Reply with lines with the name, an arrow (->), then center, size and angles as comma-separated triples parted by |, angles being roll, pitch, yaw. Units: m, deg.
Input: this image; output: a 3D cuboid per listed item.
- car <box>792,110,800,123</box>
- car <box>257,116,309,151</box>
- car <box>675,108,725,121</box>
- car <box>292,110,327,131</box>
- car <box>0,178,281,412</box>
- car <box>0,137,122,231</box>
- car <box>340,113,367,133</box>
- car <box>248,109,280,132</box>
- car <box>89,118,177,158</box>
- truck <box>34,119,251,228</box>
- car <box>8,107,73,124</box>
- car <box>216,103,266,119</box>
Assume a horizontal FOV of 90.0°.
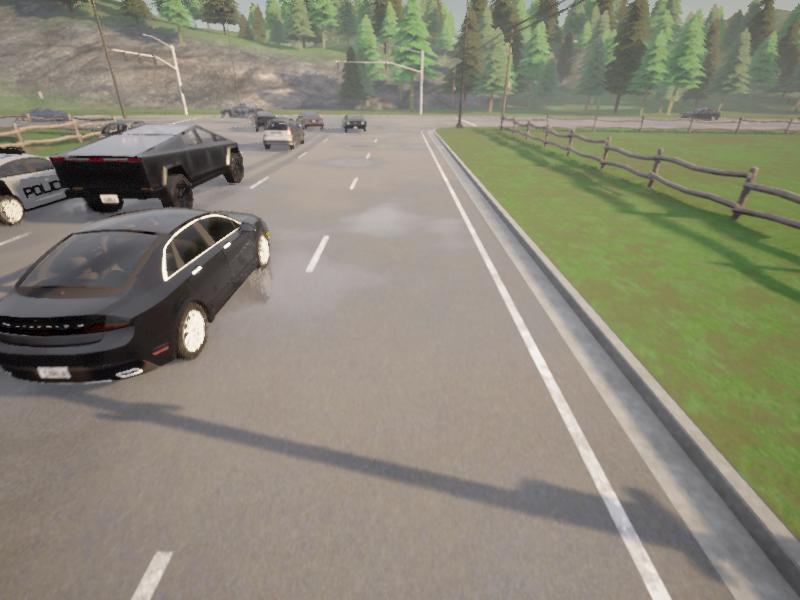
car -> 53.272, -23.152, 50.542 | 4.902, 1.511, 2.128 | 1, 27, 0
car -> -6.931, -10.109, 24.134 | 1.851, 1.617, 3.988 | 0, 27, 0
car -> 40.239, -24.971, 53.733 | 4.892, 1.490, 1.837 | 1, 27, 0
car -> -8.321, -16.407, 36.456 | 2.033, 1.411, 5.357 | -10, 29, -19
car -> -3.468, -0.611, 6.046 | 1.837, 1.490, 4.892 | 0, 27, 0
car -> -10.458, -3.328, 10.982 | 1.930, 1.638, 5.238 | 0, 27, 0
car -> -4.147, -15.650, 35.186 | 1.895, 1.301, 4.718 | -5, 28, -10
car -> -12.061, -15.924, 35.300 | 1.882, 1.535, 5.008 | -11, 30, -22
car -> -13.935, -8.667, 21.226 | 1.851, 1.617, 3.988 | 0, 27, 0
truck -> -6.956, -4.170, 12.175 | 2.390, 2.098, 6.274 | 1, 28, 0
car -> -35.583, -18.364, 39.734 | 4.181, 1.385, 1.994 | -8, 29, -16
car -> -19.392, -23.195, 49.039 | 5.238, 1.638, 1.930 | 5, 27, 7
